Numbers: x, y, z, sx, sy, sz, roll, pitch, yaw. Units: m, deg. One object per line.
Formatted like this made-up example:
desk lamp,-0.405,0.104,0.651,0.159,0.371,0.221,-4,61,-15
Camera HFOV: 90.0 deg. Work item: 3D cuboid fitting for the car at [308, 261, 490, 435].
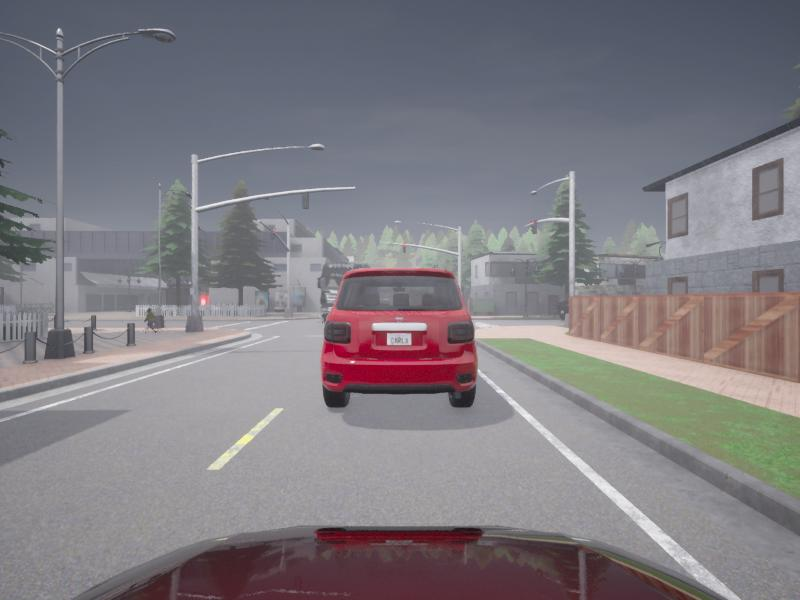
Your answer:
car,-0.013,0.568,7.496,2.150,2.045,5.566,0,0,0

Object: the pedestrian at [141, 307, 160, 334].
pedestrian,-10.645,0.875,17.086,0.500,1.100,0.500,0,0,-5

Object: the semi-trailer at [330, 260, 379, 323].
semi-trailer,-3.552,-0.618,35.036,2.717,4.402,14.254,0,0,0

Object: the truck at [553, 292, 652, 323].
truck,14.789,0.523,29.358,6.274,2.098,2.390,0,0,-9

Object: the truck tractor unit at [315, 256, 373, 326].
truck tractor unit,-3.546,-0.522,27.121,3.053,4.208,6.516,0,0,0
